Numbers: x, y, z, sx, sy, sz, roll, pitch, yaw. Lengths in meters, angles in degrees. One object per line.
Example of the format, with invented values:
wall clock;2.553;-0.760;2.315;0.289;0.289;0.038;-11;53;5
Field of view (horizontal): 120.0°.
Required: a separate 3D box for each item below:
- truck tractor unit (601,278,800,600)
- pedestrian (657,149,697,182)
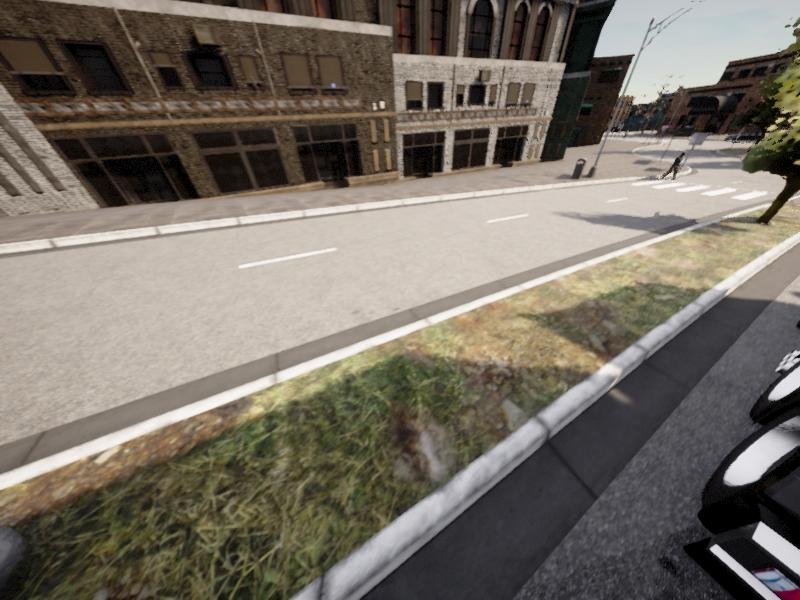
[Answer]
truck tractor unit;5.143;-0.260;0.780;6.516;4.208;3.053;-17;38;-24
pedestrian;18.926;-9.196;15.846;0.751;1.860;0.751;-8;37;-6
